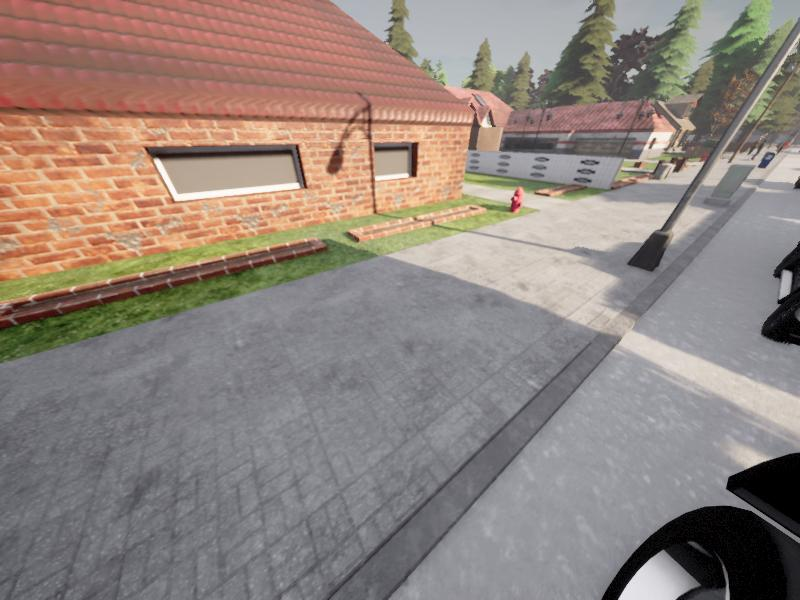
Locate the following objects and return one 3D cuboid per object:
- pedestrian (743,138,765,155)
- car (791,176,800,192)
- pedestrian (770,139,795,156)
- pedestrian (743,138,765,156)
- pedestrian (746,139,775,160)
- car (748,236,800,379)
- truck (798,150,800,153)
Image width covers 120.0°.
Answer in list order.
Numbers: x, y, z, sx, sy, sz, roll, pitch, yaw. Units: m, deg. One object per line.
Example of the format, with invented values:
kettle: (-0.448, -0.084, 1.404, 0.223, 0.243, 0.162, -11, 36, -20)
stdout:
pedestrian: (48.423, -20.985, 31.617, 0.751, 1.860, 0.751, -22, 41, -28)
car: (21.571, -6.370, 11.206, 3.866, 1.878, 1.905, -22, 41, -28)
pedestrian: (48.296, -19.285, 29.204, 0.751, 1.860, 0.751, -27, 43, -32)
pedestrian: (47.044, -20.338, 30.707, 0.751, 1.860, 0.751, -24, 42, -30)
pedestrian: (38.561, -16.107, 24.744, 0.751, 1.860, 0.751, 26, 43, 32)
car: (6.763, -0.357, 2.758, 4.605, 1.855, 1.932, -22, 41, -28)
truck: (66.155, -24.543, 36.587, 6.274, 2.098, 2.390, -22, 41, -28)
